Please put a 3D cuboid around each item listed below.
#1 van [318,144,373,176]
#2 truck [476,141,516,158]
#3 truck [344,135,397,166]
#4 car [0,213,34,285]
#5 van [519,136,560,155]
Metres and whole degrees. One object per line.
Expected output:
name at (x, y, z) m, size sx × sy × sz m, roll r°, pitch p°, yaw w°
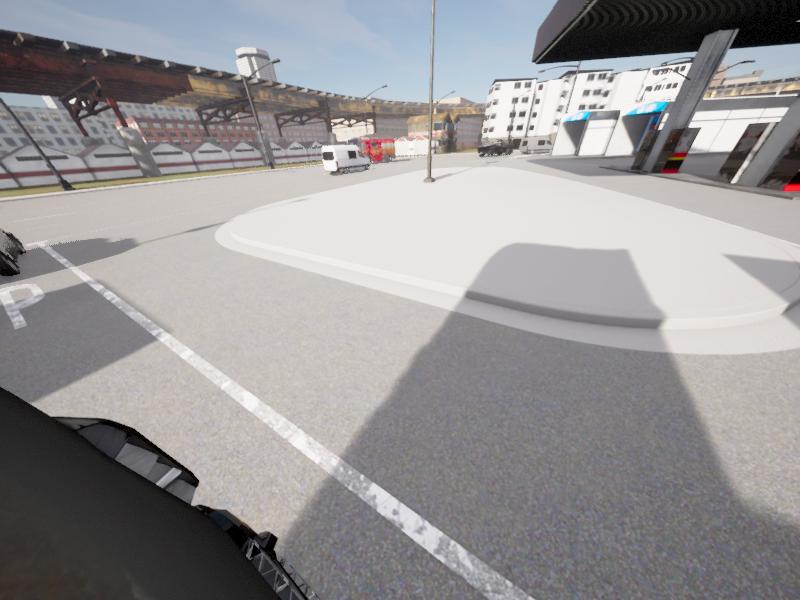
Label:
van at (-5.682, -15.345, 25.225) m, size 1.988 × 2.561 × 5.915 m, roll 16°, pitch 38°, yaw 26°
truck at (16.636, -26.159, 40.170) m, size 6.274 × 2.098 × 2.390 m, roll -16°, pitch 36°, yaw -20°
truck at (-4.443, -24.294, 37.450) m, size 2.891 × 3.827 × 8.468 m, roll 22°, pitch 41°, yaw 33°
car at (-10.677, -1.266, 5.316) m, size 3.633 × 1.501 × 1.845 m, roll 21°, pitch 40°, yaw 31°
van at (25.037, -27.805, 41.594) m, size 5.915 × 2.561 × 1.988 m, roll -7°, pitch 34°, yaw -6°
